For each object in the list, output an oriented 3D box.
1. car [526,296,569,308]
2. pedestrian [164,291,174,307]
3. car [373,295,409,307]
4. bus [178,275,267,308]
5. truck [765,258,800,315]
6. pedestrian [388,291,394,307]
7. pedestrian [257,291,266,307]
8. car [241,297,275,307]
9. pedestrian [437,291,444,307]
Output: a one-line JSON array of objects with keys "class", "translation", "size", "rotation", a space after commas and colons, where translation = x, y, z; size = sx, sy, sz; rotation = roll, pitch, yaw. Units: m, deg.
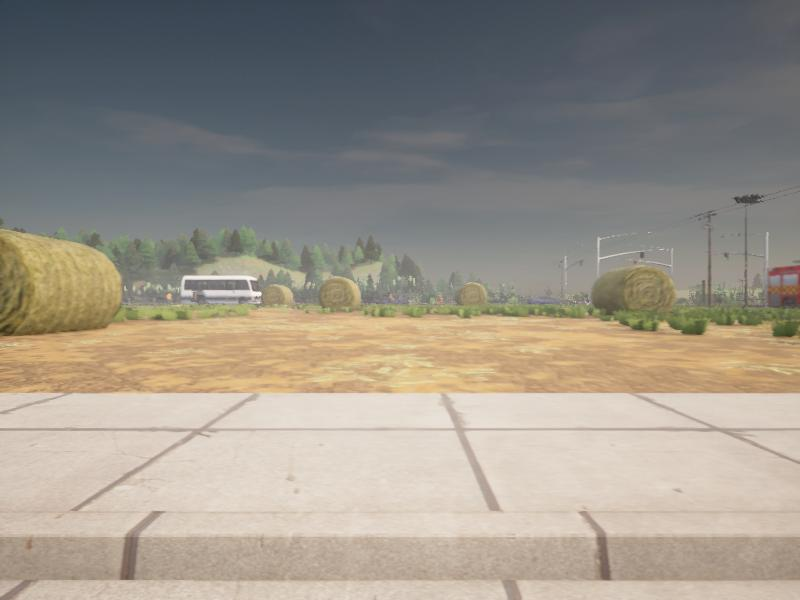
[{"class": "car", "translation": [18.716, 0.237, 51.065], "size": [4.792, 1.488, 2.163], "rotation": [0, 0, 7]}, {"class": "pedestrian", "translation": [-28.469, -0.114, 49.348], "size": [0.751, 1.860, 0.751], "rotation": [0, 0, 31]}, {"class": "car", "translation": [-1.221, 0.170, 56.107], "size": [4.856, 1.649, 2.033], "rotation": [0, 0, 4]}, {"class": "bus", "translation": [-23.872, -1.135, 54.184], "size": [10.273, 4.253, 3.944], "rotation": [0, 0, 3]}, {"class": "truck", "translation": [28.171, -0.904, 25.100], "size": [2.891, 3.827, 8.468], "rotation": [0, 0, 1]}, {"class": "pedestrian", "translation": [-1.054, -0.123, 47.148], "size": [0.751, 1.860, 0.751], "rotation": [0, 0, 1]}, {"class": "pedestrian", "translation": [-16.478, -0.117, 47.701], "size": [0.751, 1.860, 0.751], "rotation": [0, 0, 41]}, {"class": "car", "translation": [-20.400, 0.253, 57.409], "size": [4.193, 1.474, 1.816], "rotation": [0, 0, 4]}, {"class": "pedestrian", "translation": [4.813, -0.125, 47.676], "size": [0.751, 1.860, 0.751], "rotation": [0, 0, 8]}]
